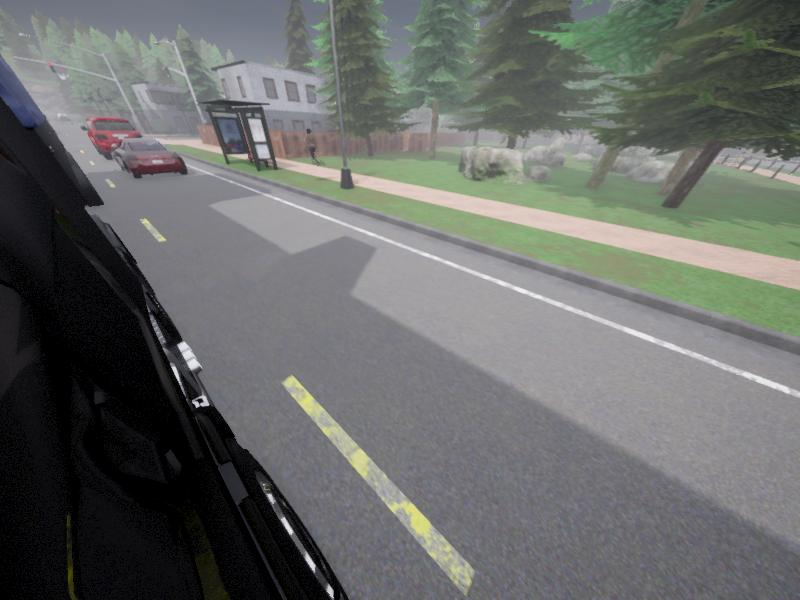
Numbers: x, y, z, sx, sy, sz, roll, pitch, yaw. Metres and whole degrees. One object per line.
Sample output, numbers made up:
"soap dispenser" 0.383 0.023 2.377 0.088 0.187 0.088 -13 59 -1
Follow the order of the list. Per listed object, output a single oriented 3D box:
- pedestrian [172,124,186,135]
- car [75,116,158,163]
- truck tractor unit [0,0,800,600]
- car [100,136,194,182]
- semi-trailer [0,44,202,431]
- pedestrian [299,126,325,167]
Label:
"pedestrian" -33.395 -25.805 34.887 0.751 1.300 0.751 6 37 5
"car" -18.040 -10.304 14.694 5.566 2.045 2.150 28 44 30
"truck tractor unit" -2.645 -0.295 0.351 6.516 4.208 3.053 28 44 30
"car" -11.934 -6.788 10.898 4.181 1.385 1.994 28 44 30
"semi-trailer" -8.703 -3.588 4.242 14.254 4.402 2.717 28 44 30
"pedestrian" -5.012 -8.756 13.221 0.751 1.860 0.751 29 44 31
